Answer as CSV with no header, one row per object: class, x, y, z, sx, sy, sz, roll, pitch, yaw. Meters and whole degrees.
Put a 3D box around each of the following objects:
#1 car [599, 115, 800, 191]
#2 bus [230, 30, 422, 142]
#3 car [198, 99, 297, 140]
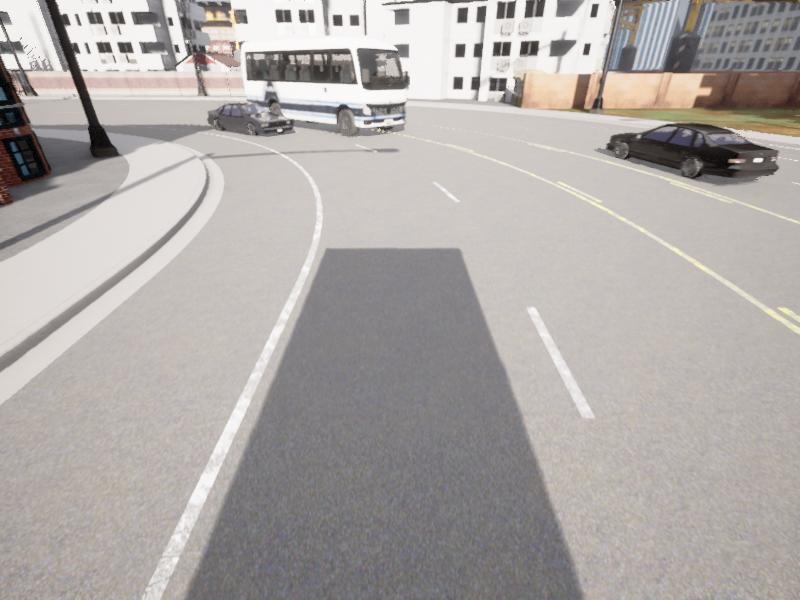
car,9.460,-5.119,13.370,2.033,1.411,5.357,-7,31,-12
bus,-4.164,-11.529,21.498,10.273,4.253,3.944,23,36,34
car,-7.954,-9.451,20.772,5.357,1.411,2.033,22,37,32
